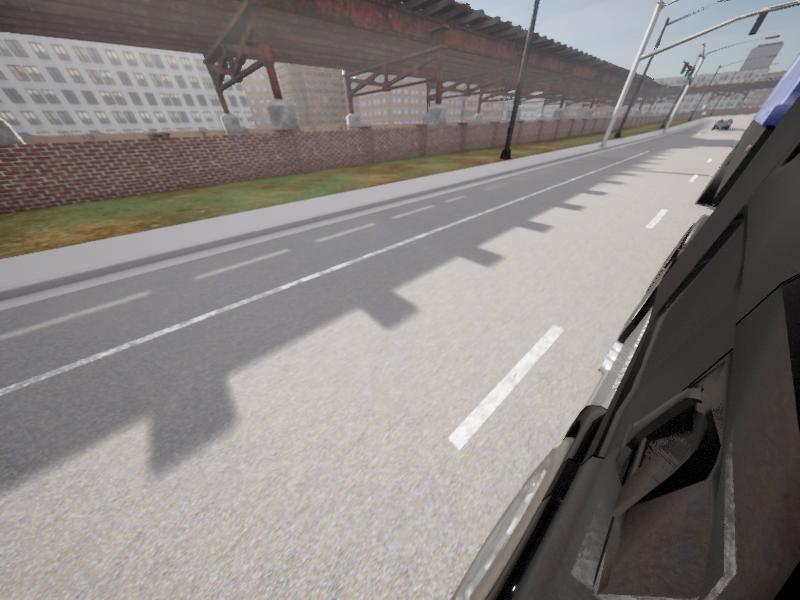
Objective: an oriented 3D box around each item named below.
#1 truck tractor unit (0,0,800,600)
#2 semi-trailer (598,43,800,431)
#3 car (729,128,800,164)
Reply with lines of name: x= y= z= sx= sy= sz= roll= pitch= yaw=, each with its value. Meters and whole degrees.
truck tractor unit: x=2.645 y=-0.295 z=0.352 sx=6.516 sy=4.208 sz=3.053 roll=-28 pitch=44 yaw=-30
semi-trailer: x=8.702 y=-3.584 z=4.252 sx=14.254 sy=4.402 sz=2.717 roll=-28 pitch=44 yaw=-30
car: x=20.944 y=-8.760 z=13.042 sx=4.181 sy=1.385 sz=1.994 roll=-26 pitch=43 yaw=-28
